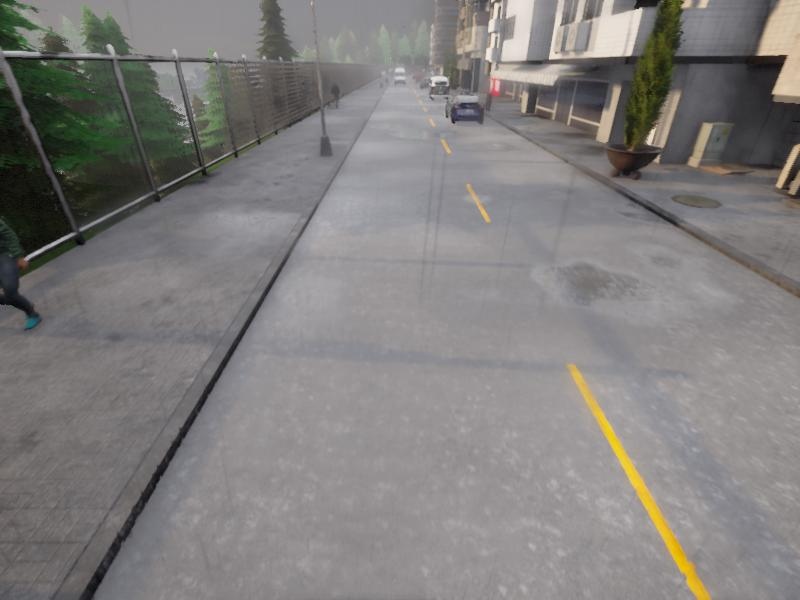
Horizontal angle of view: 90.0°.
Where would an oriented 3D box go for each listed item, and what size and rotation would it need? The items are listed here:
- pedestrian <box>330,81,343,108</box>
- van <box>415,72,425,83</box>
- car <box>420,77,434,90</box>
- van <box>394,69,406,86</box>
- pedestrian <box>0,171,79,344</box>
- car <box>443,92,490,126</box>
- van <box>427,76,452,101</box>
[{"bbox_3d":[-5.033,-16.397,31.873,0.751,1.860,0.751,1,30,2],"label":"pedestrian"},{"bbox_3d":[4.017,-44.666,80.244,1.775,1.987,4.442,0,30,0],"label":"van"},{"bbox_3d":[4.008,-32.415,59.844,1.970,1.475,3.806,0,30,0],"label":"car"},{"bbox_3d":[0.007,-39.351,70.586,1.988,2.561,5.915,0,30,0],"label":"van"},{"bbox_3d":[-4.754,-0.467,4.687,0.751,1.860,0.751,-3,30,-5],"label":"pedestrian"},{"bbox_3d":[4.005,-11.957,24.926,2.163,1.488,4.792,0,30,0],"label":"car"},{"bbox_3d":[4.008,-21.812,41.191,2.069,2.038,4.480,0,30,0],"label":"van"}]
